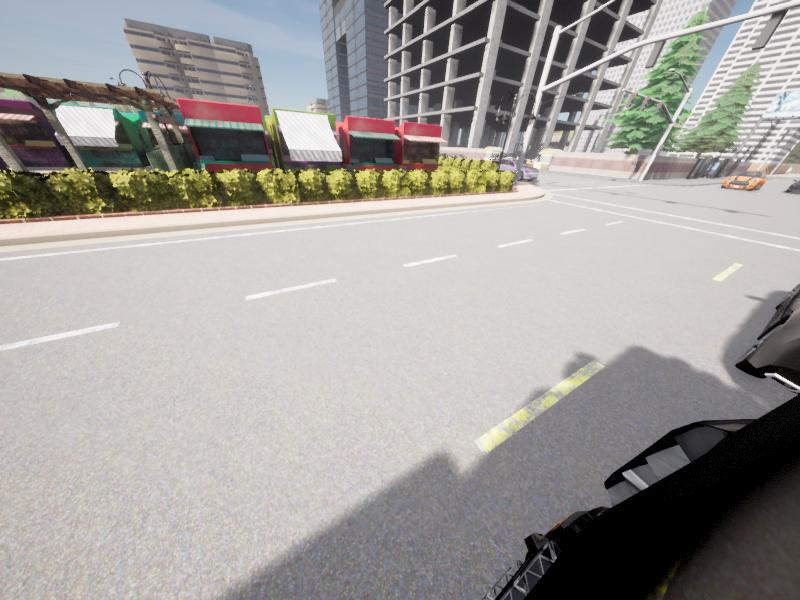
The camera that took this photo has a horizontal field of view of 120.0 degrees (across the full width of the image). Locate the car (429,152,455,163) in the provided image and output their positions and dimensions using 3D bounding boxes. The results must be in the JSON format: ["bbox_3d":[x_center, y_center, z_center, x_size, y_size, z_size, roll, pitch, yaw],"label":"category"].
[{"bbox_3d":[7.670,-26.497,42.957,1.882,1.535,5.008,-16,38,-26],"label":"car"}]

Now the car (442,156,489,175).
[{"bbox_3d":[7.194,-15.216,25.981,2.163,1.488,4.792,-16,38,-26],"label":"car"}]

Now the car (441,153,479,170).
[{"bbox_3d":[7.860,-18.539,30.865,2.242,1.667,4.611,-16,38,-26],"label":"car"}]

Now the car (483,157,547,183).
[{"bbox_3d":[10.382,-12.055,21.335,2.033,1.649,4.856,-15,38,-26],"label":"car"}]

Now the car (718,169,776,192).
[{"bbox_3d":[35.166,-12.206,23.428,4.553,1.767,2.097,-15,38,-25],"label":"car"}]

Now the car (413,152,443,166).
[{"bbox_3d":[4.296,-22.075,36.042,2.038,1.542,4.974,-16,38,-26],"label":"car"}]

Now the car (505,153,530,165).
[{"bbox_3d":[23.689,-28.538,46.709,1.905,1.878,3.866,-15,38,-25],"label":"car"}]

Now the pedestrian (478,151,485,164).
[{"bbox_3d":[14.712,-25.787,41.822,0.751,1.860,0.751,15,36,18],"label":"pedestrian"}]

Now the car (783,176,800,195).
[{"bbox_3d":[39.913,-11.164,22.497,4.892,1.490,1.837,-15,38,-25],"label":"car"}]

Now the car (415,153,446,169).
[{"bbox_3d":[3.964,-18.473,30.641,1.816,1.474,4.193,-16,38,-26],"label":"car"}]

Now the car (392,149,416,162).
[{"bbox_3d":[0.646,-25.803,41.275,1.930,1.638,5.238,-16,38,-26],"label":"car"}]

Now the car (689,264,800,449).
[{"bbox_3d":[6.040,0.331,2.550,4.902,1.511,2.128,-15,38,-25],"label":"car"}]

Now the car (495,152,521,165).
[{"bbox_3d":[21.126,-27.833,45.449,1.905,1.878,3.866,-15,38,-25],"label":"car"}]

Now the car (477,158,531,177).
[{"bbox_3d":[11.405,-14.844,25.825,2.033,1.411,5.357,-16,38,-26],"label":"car"}]

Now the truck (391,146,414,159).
[{"bbox_3d":[0.516,-33.961,53.137,2.390,2.098,6.274,-16,38,-26],"label":"truck"}]

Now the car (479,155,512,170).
[{"bbox_3d":[13.934,-20.215,33.916,1.851,1.617,3.988,-16,38,-26],"label":"car"}]
